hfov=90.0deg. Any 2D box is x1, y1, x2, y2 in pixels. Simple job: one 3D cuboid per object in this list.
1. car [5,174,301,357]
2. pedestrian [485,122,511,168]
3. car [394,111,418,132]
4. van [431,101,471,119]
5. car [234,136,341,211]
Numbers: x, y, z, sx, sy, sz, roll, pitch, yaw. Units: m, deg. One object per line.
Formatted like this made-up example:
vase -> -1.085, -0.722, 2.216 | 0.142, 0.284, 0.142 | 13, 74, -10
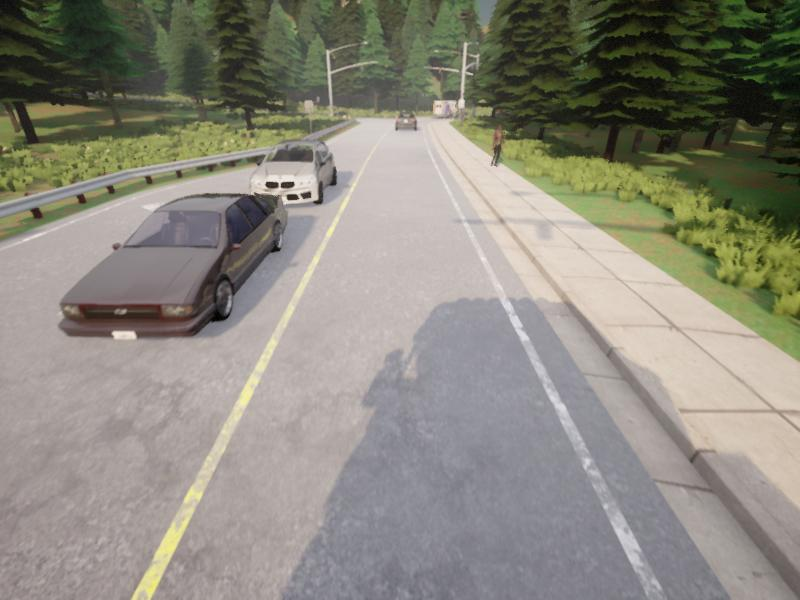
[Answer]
car -> -3.496, -1.100, 7.276 | 2.033, 1.411, 5.357 | 0, 27, 0
pedestrian -> 4.358, -6.908, 17.845 | 0.751, 1.860, 0.751 | -2, 27, -4
car -> 0.645, -18.058, 40.285 | 2.242, 1.667, 4.611 | 1, 27, 2
van -> 7.947, -29.387, 61.742 | 6.366, 2.431, 2.351 | -23, 35, -37
car -> -3.480, -4.451, 13.547 | 2.242, 1.667, 4.611 | 0, 27, 0
